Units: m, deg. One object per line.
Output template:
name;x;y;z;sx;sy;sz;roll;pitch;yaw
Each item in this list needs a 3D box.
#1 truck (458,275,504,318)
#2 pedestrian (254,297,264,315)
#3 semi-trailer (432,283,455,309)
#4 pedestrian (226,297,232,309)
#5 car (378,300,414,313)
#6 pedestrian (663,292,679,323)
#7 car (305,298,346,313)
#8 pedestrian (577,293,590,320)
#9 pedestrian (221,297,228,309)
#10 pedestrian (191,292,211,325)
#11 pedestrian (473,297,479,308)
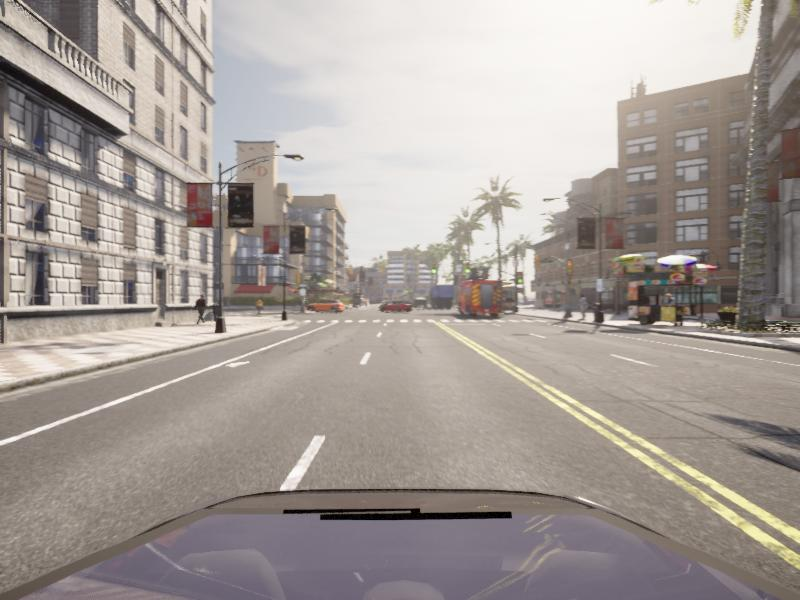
truck;7.817;-0.349;40.011;2.891;3.827;8.468;0;0;0
pedestrian;-14.550;0.638;41.347;0.751;1.860;0.751;0;0;5
semi-trailer;7.805;-0.662;74.160;2.717;4.402;14.254;0;0;0
pedestrian;-26.052;0.492;60.937;0.751;1.860;0.751;0;0;-11
car;-0.538;0.806;49.977;4.514;1.525;2.007;0;0;44
pedestrian;16.998;0.452;25.079;0.751;1.860;0.751;0;0;42
car;-9.331;0.686;49.975;4.553;1.767;2.097;0;0;12
pedestrian;13.149;0.455;28.667;0.751;1.860;0.751;0;0;32
pedestrian;-26.537;0.493;60.527;0.751;1.860;0.751;0;0;28
pedestrian;-11.585;0.490;23.312;0.751;1.860;0.751;0;0;2
pedestrian;12.521;0.439;65.904;0.751;1.860;0.751;0;0;38
